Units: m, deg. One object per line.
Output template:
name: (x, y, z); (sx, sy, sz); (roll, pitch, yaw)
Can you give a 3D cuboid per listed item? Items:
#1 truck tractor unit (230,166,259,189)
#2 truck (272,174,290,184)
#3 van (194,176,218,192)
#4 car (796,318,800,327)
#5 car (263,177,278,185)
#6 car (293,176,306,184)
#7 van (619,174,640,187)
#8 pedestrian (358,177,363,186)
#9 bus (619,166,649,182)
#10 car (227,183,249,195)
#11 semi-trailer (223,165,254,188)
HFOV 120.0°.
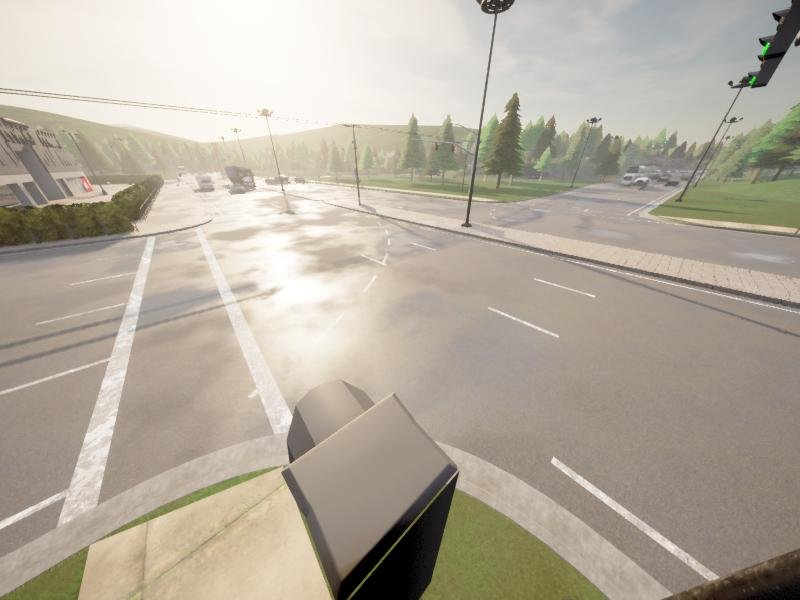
truck tractor unit: (-33.188, -26.166, 49.206); (3.053, 4.208, 6.516); (-23, 37, -34)
truck: (-33.703, -34.342, 65.488); (2.390, 2.098, 6.274); (-23, 37, -34)
van: (-37.659, -22.586, 44.798); (2.351, 2.431, 6.366); (-23, 37, -34)
car: (12.677, 0.991, 4.783); (1.851, 1.617, 3.988); (-24, 38, -36)
car: (-34.764, -32.070, 62.032); (2.152, 1.651, 5.027); (-23, 37, -34)
car: (-28.246, -33.646, 64.776); (1.851, 1.617, 3.988); (-23, 37, -34)
van: (55.115, -28.850, 55.492); (5.915, 2.561, 1.988); (-23, 37, -34)
pedestrian: (-9.051, -27.246, 53.083); (0.751, 1.860, 0.751); (-22, 36, -33)
bus: (73.357, -39.555, 72.356); (10.273, 4.253, 3.944); (-23, 37, -34)
car: (-28.185, -19.354, 40.093); (2.038, 1.542, 4.974); (-23, 37, -34)
semi-trailer: (-38.274, -29.284, 54.408); (2.717, 4.402, 14.254); (-23, 37, -34)
